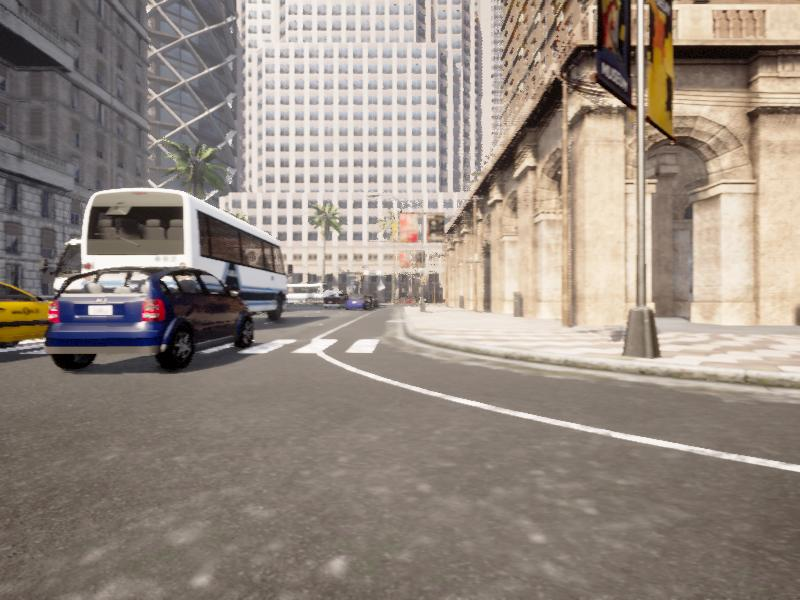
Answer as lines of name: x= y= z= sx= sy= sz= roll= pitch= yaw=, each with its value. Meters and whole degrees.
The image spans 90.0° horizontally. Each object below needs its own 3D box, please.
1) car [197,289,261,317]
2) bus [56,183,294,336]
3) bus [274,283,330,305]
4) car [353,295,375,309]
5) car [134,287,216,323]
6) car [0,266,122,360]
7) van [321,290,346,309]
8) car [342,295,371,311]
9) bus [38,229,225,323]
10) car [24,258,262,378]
car: x=-11.047 y=0.181 z=26.215 sx=2.242 sy=1.667 sz=4.611 roll=0 pitch=0 yaw=0
bus: x=-7.619 y=-1.117 z=16.270 sx=3.944 sy=4.253 sz=10.273 roll=0 pitch=0 yaw=0
bus: x=-19.443 y=-1.096 z=79.570 sx=10.273 sy=4.253 sz=3.944 roll=0 pitch=0 yaw=13
car: x=-3.987 y=0.237 z=44.507 sx=2.007 sy=1.525 sz=4.514 roll=0 pitch=0 yaw=0
car: x=-11.018 y=0.213 z=19.963 sx=1.851 sy=1.617 sz=3.988 roll=0 pitch=0 yaw=0
car: x=-7.562 y=0.218 z=6.764 sx=1.801 sy=1.575 sz=5.366 roll=0 pitch=0 yaw=3
van: x=-7.484 y=-0.012 z=45.289 sx=2.069 sy=2.038 sz=4.480 roll=0 pitch=0 yaw=0
car: x=-4.014 y=0.260 z=37.809 sx=2.163 sy=1.488 sz=4.792 roll=0 pitch=0 yaw=0
bus: x=-14.412 y=-1.102 z=23.247 sx=3.944 sy=4.253 sz=10.273 roll=0 pitch=0 yaw=0
car: x=-3.939 y=0.225 z=6.991 sx=1.789 sy=1.549 sz=3.705 roll=0 pitch=0 yaw=0
